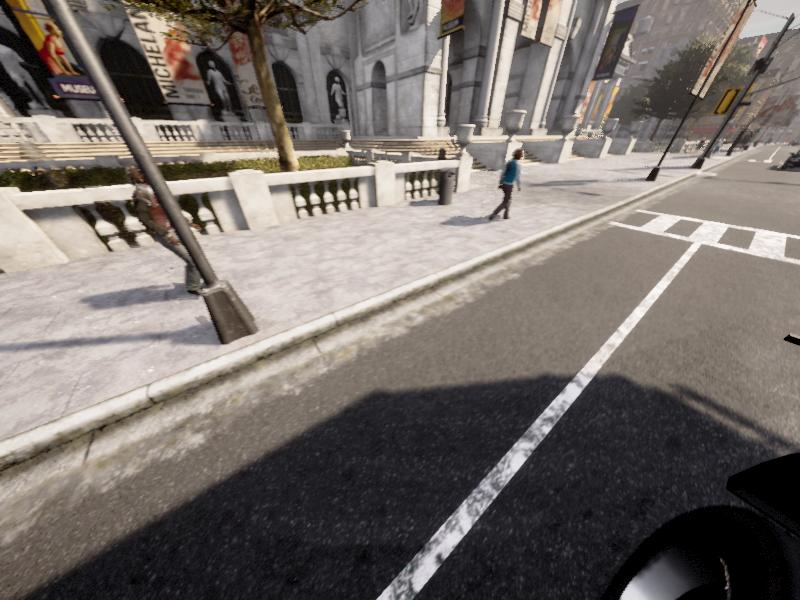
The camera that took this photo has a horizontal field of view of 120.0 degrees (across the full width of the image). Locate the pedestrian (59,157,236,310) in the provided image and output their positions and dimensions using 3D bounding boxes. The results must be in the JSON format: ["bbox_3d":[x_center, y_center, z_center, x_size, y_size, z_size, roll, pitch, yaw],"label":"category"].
[{"bbox_3d":[-3.198,-0.891,3.253,0.751,1.860,0.751,-12,37,-16],"label":"pedestrian"}]

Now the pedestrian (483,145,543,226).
[{"bbox_3d":[3.024,-3.137,6.375,0.751,1.860,0.751,-12,37,-16],"label":"pedestrian"}]

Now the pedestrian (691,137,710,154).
[{"bbox_3d":[40.215,-20.741,30.927,0.751,1.860,0.751,-23,41,-28],"label":"pedestrian"}]

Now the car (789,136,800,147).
[{"bbox_3d":[88.423,-34.783,50.656,4.605,1.855,1.932,-19,39,-23],"label":"car"}]

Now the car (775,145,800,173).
[{"bbox_3d":[30.472,-10.525,17.199,4.902,1.511,2.128,-23,41,-29],"label":"car"}]

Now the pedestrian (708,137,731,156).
[{"bbox_3d":[37.835,-18.230,27.403,0.751,1.860,0.751,26,43,32],"label":"pedestrian"}]
